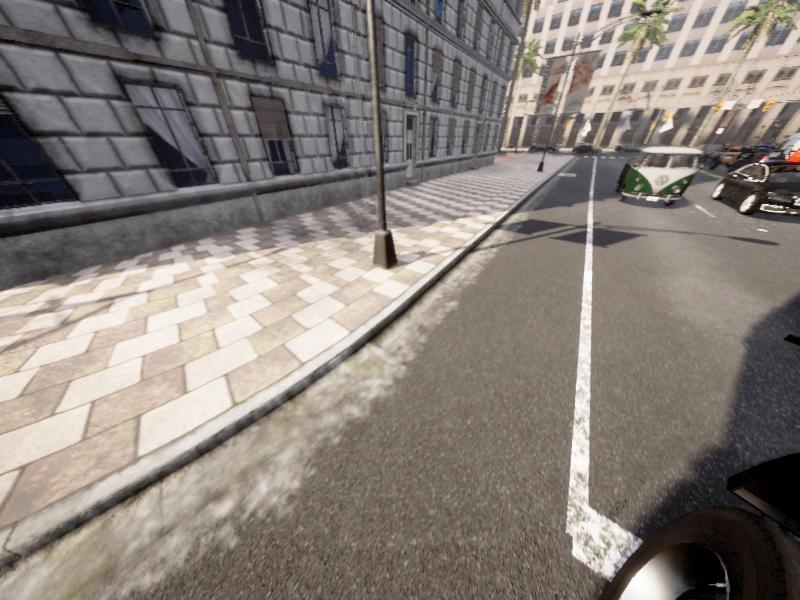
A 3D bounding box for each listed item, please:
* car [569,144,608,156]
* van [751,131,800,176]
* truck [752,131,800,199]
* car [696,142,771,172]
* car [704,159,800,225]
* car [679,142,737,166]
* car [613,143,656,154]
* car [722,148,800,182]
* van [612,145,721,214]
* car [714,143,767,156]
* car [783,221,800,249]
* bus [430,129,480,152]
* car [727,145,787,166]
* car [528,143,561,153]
[{"bbox_3d":[30.977,-24.795,38.133,1.812,1.442,4.674,-9,35,-12],"label":"car"},{"bbox_3d":[30.012,-10.985,17.142,1.988,2.561,5.915,21,40,29],"label":"van"},{"bbox_3d":[19.684,-5.969,10.128,2.627,2.467,5.204,21,40,29],"label":"truck"},{"bbox_3d":[27.291,-11.947,19.174,1.932,1.855,4.605,21,40,29],"label":"car"},{"bbox_3d":[13.667,-4.085,8.373,1.837,1.490,4.892,21,40,28],"label":"car"},{"bbox_3d":[30.745,-14.764,23.268,2.097,1.767,4.553,21,40,29],"label":"car"},{"bbox_3d":[40.337,-26.197,39.958,4.902,1.511,2.128,21,40,29],"label":"car"},{"bbox_3d":[23.692,-8.889,15.047,1.851,1.617,3.988,21,40,29],"label":"car"},{"bbox_3d":[10.688,-5.311,9.775,1.775,1.987,4.442,21,40,28],"label":"van"},{"bbox_3d":[50.154,-22.325,34.210,3.806,1.475,1.970,21,40,29],"label":"car"},{"bbox_3d":[9.799,-0.876,3.764,2.007,1.525,4.514,21,40,28],"label":"car"},{"bbox_3d":[12.629,-36.981,53.706,10.273,4.253,3.944,11,36,16],"label":"bus"},{"bbox_3d":[34.110,-13.945,22.245,1.845,1.501,3.633,21,40,29],"label":"car"},{"bbox_3d":[29.029,-30.682,46.543,5.238,1.638,1.930,21,40,29],"label":"car"}]
